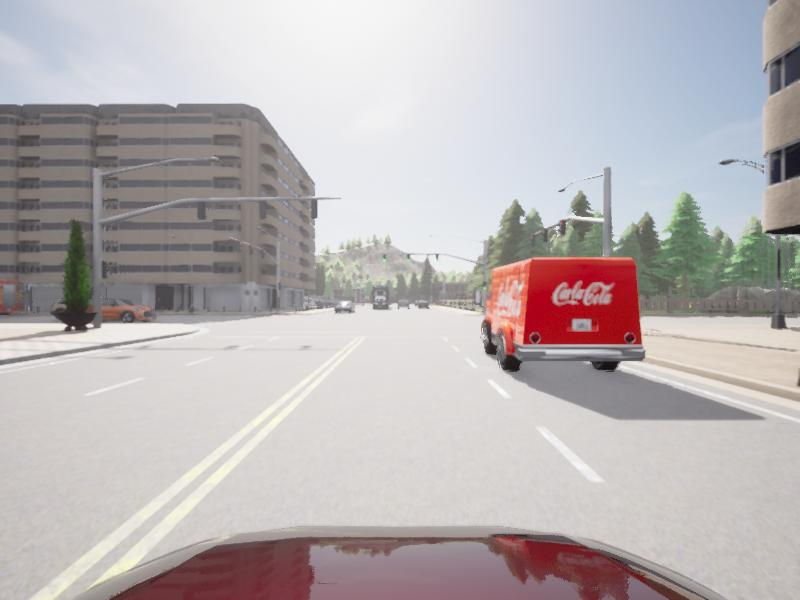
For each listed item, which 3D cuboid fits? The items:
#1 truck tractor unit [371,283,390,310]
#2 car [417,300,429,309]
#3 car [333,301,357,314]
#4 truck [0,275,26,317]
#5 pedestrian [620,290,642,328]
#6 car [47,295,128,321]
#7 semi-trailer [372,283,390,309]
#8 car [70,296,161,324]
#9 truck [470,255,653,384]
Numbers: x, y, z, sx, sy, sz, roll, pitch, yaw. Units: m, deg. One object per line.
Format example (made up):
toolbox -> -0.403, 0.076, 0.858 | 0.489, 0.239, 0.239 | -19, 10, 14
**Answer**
truck tractor unit -> -3.295, -0.534, 67.030 | 3.053, 4.208, 6.516 | 0, 0, -3
car -> 4.137, 0.758, 72.269 | 1.930, 1.638, 5.238 | 0, 0, 1
car -> -6.593, 0.842, 48.133 | 2.163, 1.488, 4.792 | 0, 0, 1
truck -> -40.325, -0.385, 37.206 | 8.468, 3.827, 2.891 | 0, 0, 1
pedestrian -> 11.574, 0.426, 20.063 | 0.751, 1.860, 0.751 | 0, 0, 6
car -> -23.280, 0.591, 29.943 | 4.605, 1.855, 1.932 | 0, 0, 1
semi-trailer -> -3.436, -0.630, 74.937 | 2.717, 4.402, 14.254 | 0, 0, -1
car -> -18.627, 0.634, 26.356 | 4.553, 1.767, 2.097 | 0, 0, 1
truck -> 3.547, 0.360, 10.257 | 2.627, 2.467, 5.204 | 0, 0, 1
